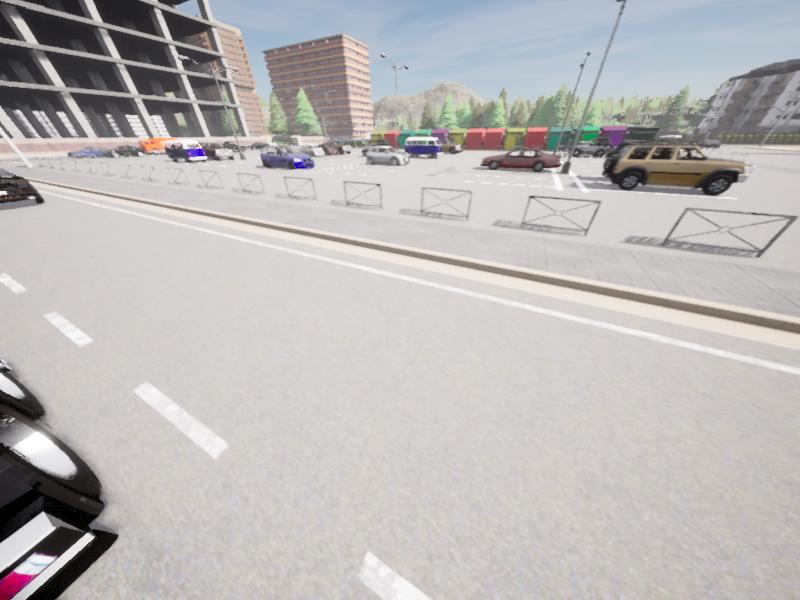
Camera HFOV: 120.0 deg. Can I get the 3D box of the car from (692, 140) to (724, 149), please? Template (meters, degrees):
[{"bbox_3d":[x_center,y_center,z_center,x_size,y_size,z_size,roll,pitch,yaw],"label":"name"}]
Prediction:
[{"bbox_3d":[57.358,-28.991,43.074,1.895,1.301,4.718,17,39,23],"label":"car"}]

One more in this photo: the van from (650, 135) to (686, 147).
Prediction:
[{"bbox_3d":[59.982,-35.645,51.831,2.069,2.038,4.480,-5,35,-6],"label":"van"}]

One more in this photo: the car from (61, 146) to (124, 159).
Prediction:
[{"bbox_3d":[-45.817,-22.104,34.595,2.033,1.411,5.357,15,38,21],"label":"car"}]

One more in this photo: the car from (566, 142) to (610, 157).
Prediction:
[{"bbox_3d":[23.335,-18.917,28.935,3.806,1.475,1.970,16,38,22],"label":"car"}]

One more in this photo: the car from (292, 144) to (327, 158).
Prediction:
[{"bbox_3d":[-12.053,-19.819,30.709,3.806,1.475,1.970,16,38,22],"label":"car"}]

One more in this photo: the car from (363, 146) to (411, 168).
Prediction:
[{"bbox_3d":[-1.118,-13.024,20.931,3.806,1.475,1.970,16,38,22],"label":"car"}]

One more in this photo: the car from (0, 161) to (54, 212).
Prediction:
[{"bbox_3d":[-17.661,-4.885,9.780,5.008,1.535,1.882,15,38,21],"label":"car"}]

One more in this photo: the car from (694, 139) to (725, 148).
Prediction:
[{"bbox_3d":[64.923,-32.988,48.541,2.033,1.411,5.357,17,39,23],"label":"car"}]

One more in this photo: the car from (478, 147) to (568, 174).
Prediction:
[{"bbox_3d":[8.752,-10.260,16.866,5.357,1.415,2.033,16,38,22],"label":"car"}]

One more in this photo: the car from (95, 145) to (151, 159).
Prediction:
[{"bbox_3d":[-41.684,-22.448,34.935,1.837,1.490,4.892,15,38,21],"label":"car"}]

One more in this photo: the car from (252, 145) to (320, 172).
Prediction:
[{"bbox_3d":[-9.390,-11.783,19.164,4.611,1.667,2.242,16,38,22],"label":"car"}]

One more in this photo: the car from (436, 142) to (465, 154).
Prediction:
[{"bbox_3d":[7.699,-23.329,35.349,3.905,1.438,1.784,16,38,22],"label":"car"}]

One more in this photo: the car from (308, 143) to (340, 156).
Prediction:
[{"bbox_3d":[-10.760,-21.347,32.800,3.905,1.438,1.784,16,38,22],"label":"car"}]

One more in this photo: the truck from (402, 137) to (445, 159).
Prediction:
[{"bbox_3d":[2.726,-17.812,27.076,4.478,2.038,2.069,16,38,22],"label":"truck"}]

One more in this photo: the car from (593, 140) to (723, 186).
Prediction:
[{"bbox_3d":[13.299,-7.419,12.375,3.866,1.878,1.905,16,38,22],"label":"car"}]

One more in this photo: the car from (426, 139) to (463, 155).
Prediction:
[{"bbox_3d":[6.346,-22.014,33.140,4.605,1.855,1.932,16,38,22],"label":"car"}]

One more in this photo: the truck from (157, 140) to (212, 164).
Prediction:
[{"bbox_3d":[-22.860,-15.777,24.552,4.478,2.038,2.069,16,38,22],"label":"truck"}]

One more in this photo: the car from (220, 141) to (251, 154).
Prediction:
[{"bbox_3d":[-29.661,-27.660,41.805,1.905,1.878,3.866,15,38,21],"label":"car"}]

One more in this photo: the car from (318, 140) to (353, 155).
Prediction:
[{"bbox_3d":[-9.608,-22.924,34.653,4.605,1.855,1.932,16,38,22],"label":"car"}]

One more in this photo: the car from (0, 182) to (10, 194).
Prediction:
[{"bbox_3d":[-23.467,-6.462,12.176,4.674,1.442,1.812,16,38,21],"label":"car"}]

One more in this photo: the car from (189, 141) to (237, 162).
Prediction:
[{"bbox_3d":[-21.629,-17.220,26.742,4.605,1.855,1.932,16,38,22],"label":"car"}]

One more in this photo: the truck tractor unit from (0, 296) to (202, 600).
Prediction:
[{"bbox_3d":[-5.168,-0.240,0.694,6.516,4.208,3.053,16,39,22],"label":"truck tractor unit"}]

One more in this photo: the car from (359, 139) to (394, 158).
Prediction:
[{"bbox_3d":[-2.984,-19.334,29.480,3.866,1.878,1.905,16,38,22],"label":"car"}]

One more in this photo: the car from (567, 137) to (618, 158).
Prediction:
[{"bbox_3d":[22.031,-17.613,26.691,3.866,1.878,1.905,16,38,22],"label":"car"}]

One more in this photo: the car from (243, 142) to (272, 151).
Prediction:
[{"bbox_3d":[-31.691,-34.283,51.522,1.882,1.535,5.008,15,38,21],"label":"car"}]

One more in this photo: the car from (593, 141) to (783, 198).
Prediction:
[{"bbox_3d":[11.958,-5.933,10.284,4.605,1.855,1.932,16,38,22],"label":"car"}]

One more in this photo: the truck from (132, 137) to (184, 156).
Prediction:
[{"bbox_3d":[-42.102,-26.941,40.460,2.627,2.467,5.204,15,38,21],"label":"truck"}]

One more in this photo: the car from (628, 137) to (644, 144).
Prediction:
[{"bbox_3d":[70.456,-47.726,69.137,1.930,1.638,5.238,17,39,23],"label":"car"}]
